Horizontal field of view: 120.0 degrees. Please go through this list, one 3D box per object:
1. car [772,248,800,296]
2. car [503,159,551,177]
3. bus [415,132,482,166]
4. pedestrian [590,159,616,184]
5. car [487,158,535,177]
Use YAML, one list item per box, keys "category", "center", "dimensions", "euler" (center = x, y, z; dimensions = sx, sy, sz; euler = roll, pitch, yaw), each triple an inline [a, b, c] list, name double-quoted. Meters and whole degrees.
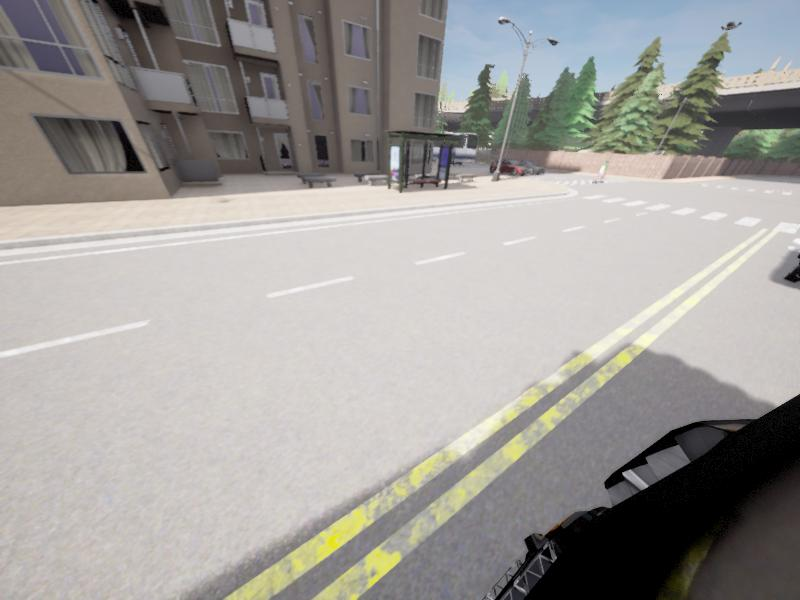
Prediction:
- category: "car"
  center: [10.391, -0.919, 4.885]
  dimensions: [4.718, 1.301, 1.895]
  euler: [-16, 38, -26]
- category: "car"
  center: [14.547, -15.309, 26.685]
  dimensions: [1.994, 1.385, 4.181]
  euler: [-17, 38, -27]
- category: "bus"
  center: [7.791, -25.580, 39.075]
  dimensions: [3.944, 4.253, 10.273]
  euler: [-24, 42, -35]
- category: "pedestrian"
  center: [17.980, -11.388, 20.529]
  dimensions: [0.751, 1.860, 0.751]
  euler: [-5, 34, -11]
- category: "car"
  center: [11.764, -14.265, 24.822]
  dimensions: [1.816, 1.474, 4.193]
  euler: [-17, 38, -27]
